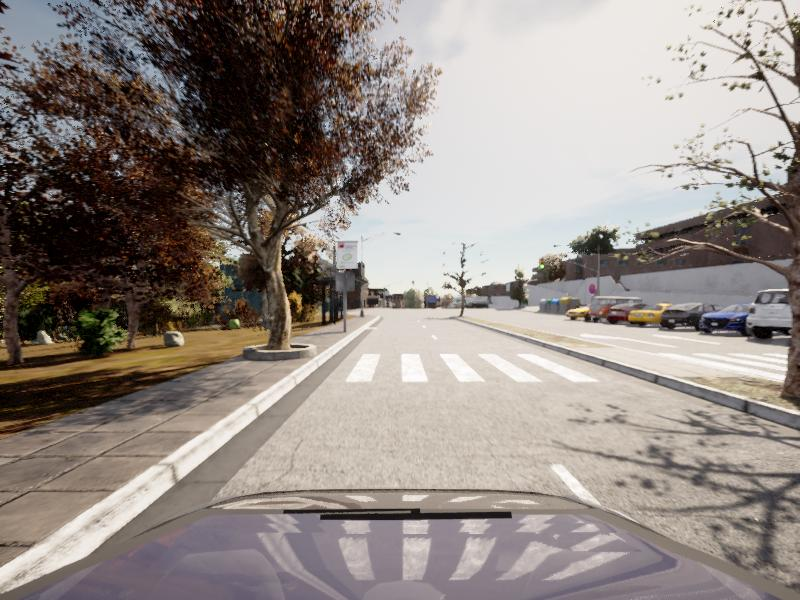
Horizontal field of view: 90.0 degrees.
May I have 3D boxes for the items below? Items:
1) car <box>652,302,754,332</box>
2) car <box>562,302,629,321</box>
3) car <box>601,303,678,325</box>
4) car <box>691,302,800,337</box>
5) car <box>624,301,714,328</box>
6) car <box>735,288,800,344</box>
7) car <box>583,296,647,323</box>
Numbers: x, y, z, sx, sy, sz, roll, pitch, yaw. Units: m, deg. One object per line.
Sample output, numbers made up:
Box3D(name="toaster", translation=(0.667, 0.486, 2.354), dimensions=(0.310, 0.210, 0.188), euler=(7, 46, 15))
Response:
Box3D(name="car", translation=(16.892, 0.904, 22.331), dimensions=(4.892, 1.521, 2.231), euler=(1, -1, -20))
Box3D(name="car", translation=(16.733, 0.973, 34.193), dimensions=(5.366, 1.575, 1.946), euler=(1, 0, -20))
Box3D(name="car", translation=(16.928, 0.970, 28.308), dimensions=(4.792, 1.488, 2.163), euler=(1, -1, -20))
Box3D(name="car", translation=(16.902, 0.886, 19.345), dimensions=(5.008, 1.535, 2.097), euler=(1, 0, -20))
Box3D(name="car", translation=(17.074, 0.920, 25.378), dimensions=(5.366, 1.575, 1.946), euler=(1, -1, -20))
Box3D(name="car", translation=(16.924, 0.621, 16.382), dimensions=(5.566, 2.045, 2.435), euler=(1, -1, -20))
Box3D(name="car", translation=(16.798, 0.732, 31.236), dimensions=(4.442, 1.987, 1.878), euler=(1, 0, -20))
